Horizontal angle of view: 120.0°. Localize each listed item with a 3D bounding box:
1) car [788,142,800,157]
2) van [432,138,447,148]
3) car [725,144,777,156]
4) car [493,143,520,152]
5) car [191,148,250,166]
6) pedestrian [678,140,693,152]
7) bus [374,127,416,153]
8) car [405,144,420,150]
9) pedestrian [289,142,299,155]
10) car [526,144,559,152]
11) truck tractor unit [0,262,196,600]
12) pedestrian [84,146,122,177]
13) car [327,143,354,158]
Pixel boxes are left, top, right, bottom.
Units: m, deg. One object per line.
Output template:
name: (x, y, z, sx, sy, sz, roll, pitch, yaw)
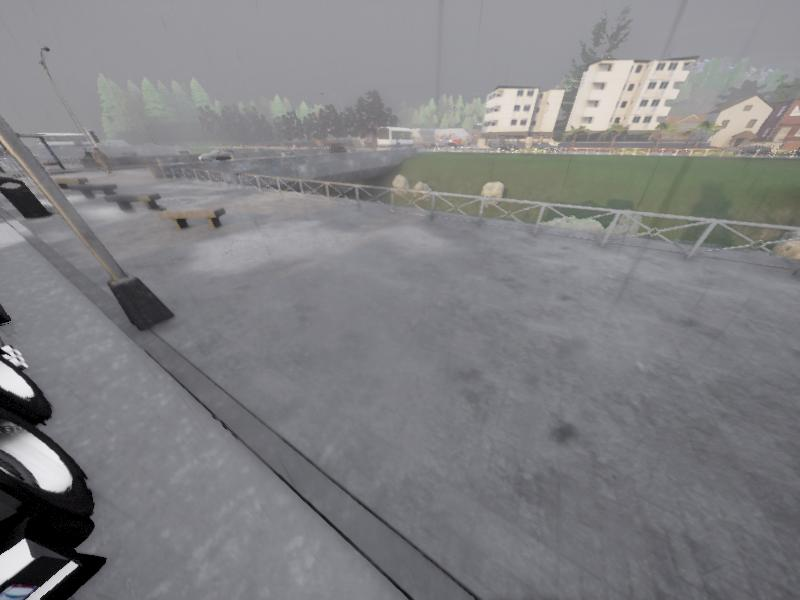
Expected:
car: (56.013, -20.006, 30.590, 3.866, 1.878, 1.905, 18, 39, 25)
van: (12.770, -50.826, 74.808, 2.351, 2.431, 6.366, 18, 39, 25)
car: (53.869, -23.158, 35.576, 3.806, 1.475, 1.970, 18, 39, 25)
car: (23.126, -33.270, 50.305, 4.892, 1.490, 1.837, 19, 39, 25)
car: (-21.124, -17.089, 27.442, 2.128, 1.511, 4.902, 19, 39, 25)
pedestrian: (51.002, -27.514, 41.228, 0.751, 1.860, 0.751, 17, 38, 23)
bus: (-0.777, -33.896, 49.011, 3.944, 4.253, 10.273, 18, 39, 25)
car: (3.400, -41.164, 62.005, 1.895, 1.301, 4.718, 18, 39, 25)
pedestrian: (-18.247, -26.106, 39.845, 0.751, 1.860, 0.751, 21, 40, 28)
car: (29.235, -31.291, 47.492, 5.357, 1.411, 2.033, 18, 39, 25)
truck tractor unit: (-5.109, -0.302, 0.788, 6.516, 4.208, 3.053, 18, 39, 24)
pedestrian: (-21.400, -9.988, 16.692, 0.751, 1.860, 0.751, 12, 37, 17)
car: (-9.520, -24.201, 37.225, 1.905, 1.878, 3.866, 18, 39, 25)
